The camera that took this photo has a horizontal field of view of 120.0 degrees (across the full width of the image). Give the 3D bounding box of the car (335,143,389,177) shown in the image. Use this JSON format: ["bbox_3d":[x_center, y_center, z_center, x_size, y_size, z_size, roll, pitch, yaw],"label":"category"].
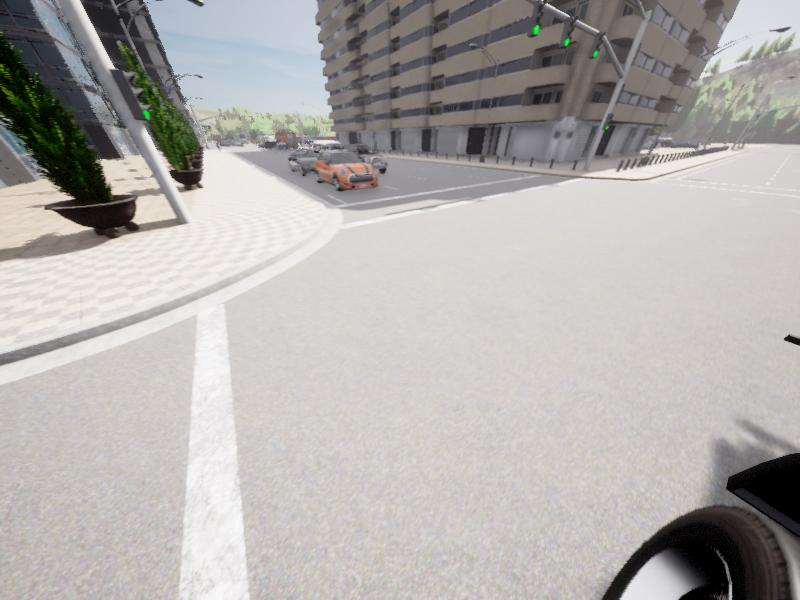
[{"bbox_3d":[-2.872,-10.530,17.241,1.932,1.855,4.605,-22,40,-28],"label":"car"}]

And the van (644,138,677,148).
[{"bbox_3d":[61.378,-37.057,54.486,2.069,2.038,4.480,-22,41,-28],"label":"van"}]

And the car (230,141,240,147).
[{"bbox_3d":[-58.833,-55.570,82.232,2.152,1.651,5.027,-22,41,-28],"label":"car"}]

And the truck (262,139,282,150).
[{"bbox_3d":[-30.216,-36.612,54.372,2.390,2.098,6.274,-23,41,-29],"label":"truck"}]

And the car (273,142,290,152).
[{"bbox_3d":[-24.781,-32.010,48.273,1.882,1.535,5.008,-22,41,-28],"label":"car"}]

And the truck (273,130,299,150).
[{"bbox_3d":[-27.564,-38.657,55.761,2.891,3.827,8.468,-23,41,-29],"label":"truck"}]

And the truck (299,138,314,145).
[{"bbox_3d":[-34.559,-58.562,85.506,4.478,2.038,2.069,-22,41,-28],"label":"truck"}]

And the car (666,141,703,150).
[{"bbox_3d":[61.194,-33.413,49.819,1.812,1.442,4.674,-21,40,-27],"label":"car"}]

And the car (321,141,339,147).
[{"bbox_3d":[-21.778,-48.592,71.906,4.974,1.542,2.038,-22,41,-28],"label":"car"}]

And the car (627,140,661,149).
[{"bbox_3d":[57.333,-36.690,54.358,2.152,1.651,5.027,-22,41,-28],"label":"car"}]

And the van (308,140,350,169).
[{"bbox_3d":[-6.736,-13.792,21.771,2.069,2.038,4.480,-22,40,-28],"label":"van"}]

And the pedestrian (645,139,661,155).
[{"bbox_3d":[35.558,-21.602,32.519,0.751,1.860,0.751,-29,44,-34],"label":"pedestrian"}]

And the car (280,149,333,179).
[{"bbox_3d":[-7.026,-10.281,17.236,2.128,1.511,4.902,-22,40,-28],"label":"car"}]

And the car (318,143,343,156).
[{"bbox_3d":[-11.217,-24.337,37.300,2.163,1.488,4.792,-22,40,-28],"label":"car"}]

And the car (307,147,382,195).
[{"bbox_3d":[-3.084,-7.120,12.460,2.097,1.767,4.553,-22,40,-27],"label":"car"}]

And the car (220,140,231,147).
[{"bbox_3d":[-55.649,-49.737,73.474,2.097,1.767,4.553,-22,41,-28],"label":"car"}]

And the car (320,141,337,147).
[{"bbox_3d":[-23.015,-50.514,74.725,4.892,1.490,1.837,-22,41,-28],"label":"car"}]

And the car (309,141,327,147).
[{"bbox_3d":[-26.960,-51.375,75.952,4.611,1.667,2.242,-22,41,-28],"label":"car"}]

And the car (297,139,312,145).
[{"bbox_3d":[-36.277,-59.819,87.472,4.605,1.855,1.932,-22,41,-28],"label":"car"}]
